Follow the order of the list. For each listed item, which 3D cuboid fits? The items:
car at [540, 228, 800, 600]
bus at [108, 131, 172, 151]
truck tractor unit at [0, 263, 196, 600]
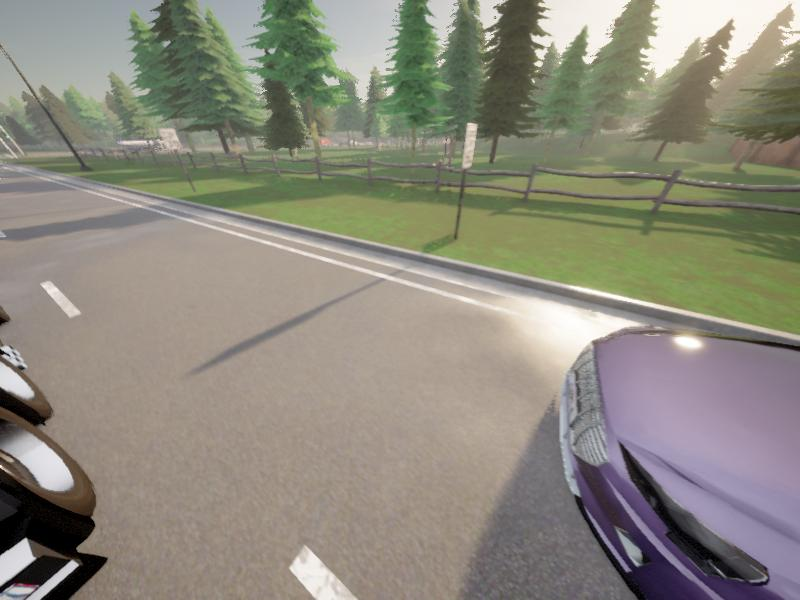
[{"bbox_3d":[3.509,1.262,0.733,4.856,1.649,2.033,18,39,24],"label":"car"},{"bbox_3d":[-70.779,-43.527,63.359,3.944,4.253,10.273,18,39,24],"label":"bus"},{"bbox_3d":[-5.110,-0.302,0.785,6.516,4.208,3.053,18,39,24],"label":"truck tractor unit"}]
